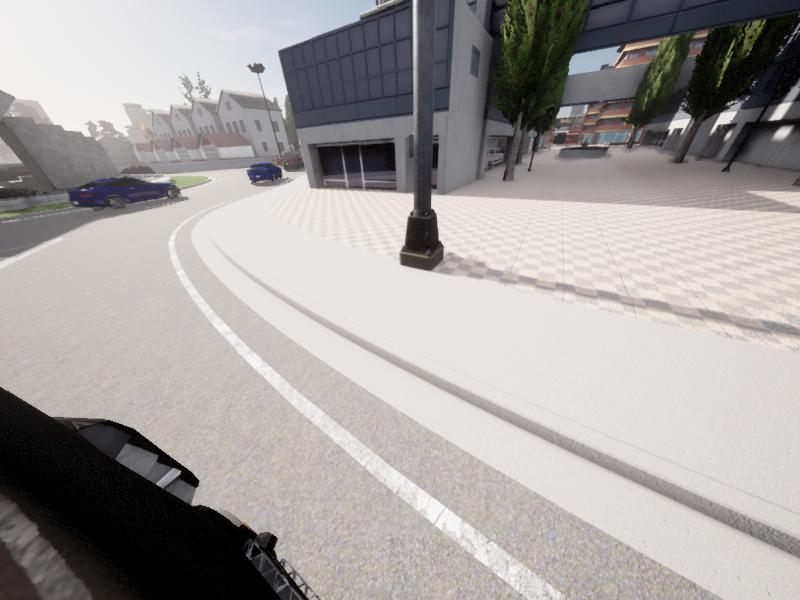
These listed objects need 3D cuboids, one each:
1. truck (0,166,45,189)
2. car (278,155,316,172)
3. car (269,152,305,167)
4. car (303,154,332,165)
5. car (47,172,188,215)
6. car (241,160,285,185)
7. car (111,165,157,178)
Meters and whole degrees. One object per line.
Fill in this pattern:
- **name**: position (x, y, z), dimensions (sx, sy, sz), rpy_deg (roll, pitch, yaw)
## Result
- **truck**: position (-49.359, -14.773, 28.076), dimensions (6.274, 2.098, 2.390), rpy_deg (-29, 41, -33)
- **car**: position (-14.365, -19.320, 32.561), dimensions (2.242, 1.667, 4.611), rpy_deg (8, 35, 16)
- **car**: position (-21.831, -27.262, 44.731), dimensions (2.150, 2.045, 5.566), rpy_deg (22, 41, 32)
- **car**: position (-16.439, -28.198, 46.174), dimensions (2.038, 1.542, 4.974), rpy_deg (19, 40, 29)
- **car**: position (-15.376, -6.160, 13.084), dimensions (1.812, 1.442, 4.674), rpy_deg (6, 35, 13)
- **car**: position (-12.310, -11.734, 21.128), dimensions (1.882, 1.535, 5.008), rpy_deg (-8, 34, -8)
- **car**: position (-40.839, -19.850, 35.599), dimensions (4.193, 1.474, 1.816), rpy_deg (-11, 34, -12)
